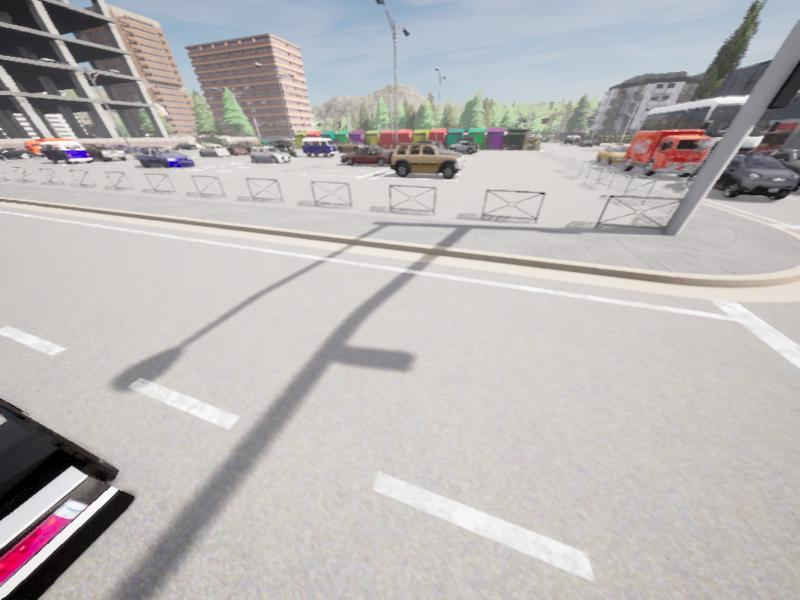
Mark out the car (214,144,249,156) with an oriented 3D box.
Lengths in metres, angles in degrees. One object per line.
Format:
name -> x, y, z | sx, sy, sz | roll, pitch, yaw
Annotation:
car -> -24.730, -22.038, 33.956 | 3.905, 1.438, 1.784 | 10, 37, 15

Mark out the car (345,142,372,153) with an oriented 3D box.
car -> -6.923, -25.539, 38.626 | 3.905, 1.438, 1.784 | 10, 37, 15

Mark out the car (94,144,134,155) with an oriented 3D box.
car -> -54.678, -28.908, 44.288 | 1.816, 1.474, 4.193 | 10, 37, 15

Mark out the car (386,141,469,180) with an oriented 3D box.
car -> 1.658, -8.689, 14.306 | 4.605, 1.855, 1.932 | 10, 37, 15

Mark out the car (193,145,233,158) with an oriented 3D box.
car -> -25.640, -20.418, 31.735 | 3.806, 1.475, 1.970 | 10, 37, 15

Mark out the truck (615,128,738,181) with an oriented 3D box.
truck -> 17.252, -9.604, 15.111 | 2.627, 2.467, 5.204 | 11, 37, 16

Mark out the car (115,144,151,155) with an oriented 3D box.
car -> -51.030, -28.855, 44.219 | 1.970, 1.475, 3.806 | 10, 37, 15

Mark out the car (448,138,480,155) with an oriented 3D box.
car -> 8.744, -21.082, 31.720 | 3.866, 1.878, 1.905 | 10, 37, 15

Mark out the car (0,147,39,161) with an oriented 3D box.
car -> -55.677, -20.546, 32.474 | 1.837, 1.490, 4.892 | 10, 37, 15

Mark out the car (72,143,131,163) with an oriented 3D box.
car -> -34.439, -17.051, 26.694 | 4.605, 1.855, 1.932 | 10, 37, 15

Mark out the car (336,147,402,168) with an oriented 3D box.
car -> -2.642, -12.699, 20.450 | 5.357, 1.415, 2.033 | 10, 37, 15

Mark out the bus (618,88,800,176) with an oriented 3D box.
bus -> 22.679, -12.934, 18.191 | 3.944, 4.253, 10.273 | 11, 37, 16

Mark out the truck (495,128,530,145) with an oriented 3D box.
truck -> 32.760, -47.962, 67.916 | 8.468, 3.827, 2.891 | 10, 37, 15

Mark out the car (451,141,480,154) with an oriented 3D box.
car -> 9.666, -22.479, 34.094 | 3.806, 1.475, 1.970 | 10, 37, 15

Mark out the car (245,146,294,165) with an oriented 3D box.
car -> -13.113, -14.610, 23.327 | 3.806, 1.475, 1.970 | 10, 37, 15

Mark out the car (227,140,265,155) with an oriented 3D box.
car -> -23.937, -23.696, 35.923 | 4.605, 1.855, 1.932 | 10, 37, 15

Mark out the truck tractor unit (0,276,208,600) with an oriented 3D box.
truck tractor unit -> -5.273, -0.094, 0.495 | 6.516, 4.208, 3.053 | 11, 37, 15

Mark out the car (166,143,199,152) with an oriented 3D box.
car -> -48.174, -34.035, 51.391 | 1.882, 1.535, 5.008 | 10, 37, 15

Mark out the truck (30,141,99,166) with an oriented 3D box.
truck -> -35.282, -15.522, 24.382 | 4.478, 2.038, 2.069 | 10, 37, 15

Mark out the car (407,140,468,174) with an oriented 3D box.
car -> 2.618, -10.271, 16.532 | 3.866, 1.878, 1.905 | 10, 37, 15

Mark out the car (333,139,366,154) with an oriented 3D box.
car -> -7.896, -24.127, 36.281 | 4.605, 1.855, 1.932 | 10, 37, 15

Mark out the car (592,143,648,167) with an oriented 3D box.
car -> 19.767, -13.309, 21.079 | 1.801, 1.575, 5.366 | 11, 37, 16

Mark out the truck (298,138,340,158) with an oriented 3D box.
truck -> -10.422, -19.670, 29.855 | 4.478, 2.038, 2.069 | 10, 37, 15

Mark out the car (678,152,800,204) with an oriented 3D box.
car -> 15.024, -5.497, 10.153 | 1.845, 1.501, 3.633 | 11, 37, 16

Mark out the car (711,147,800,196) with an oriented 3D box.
car -> 19.267, -6.501, 11.427 | 2.152, 1.651, 5.027 | 10, 37, 15

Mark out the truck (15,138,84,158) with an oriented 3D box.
truck -> -57.107, -24.960, 37.893 | 2.627, 2.467, 5.204 | 10, 37, 15

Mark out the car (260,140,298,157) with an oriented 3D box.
car -> -16.481, -20.698, 31.572 | 3.866, 1.878, 1.905 | 10, 37, 15

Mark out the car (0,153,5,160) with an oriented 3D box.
car -> -59.699, -19.861, 31.658 | 2.033, 1.411, 5.357 | 10, 37, 15

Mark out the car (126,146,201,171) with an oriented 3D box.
car -> -20.991, -12.693, 20.616 | 4.611, 1.667, 2.242 | 10, 37, 15
